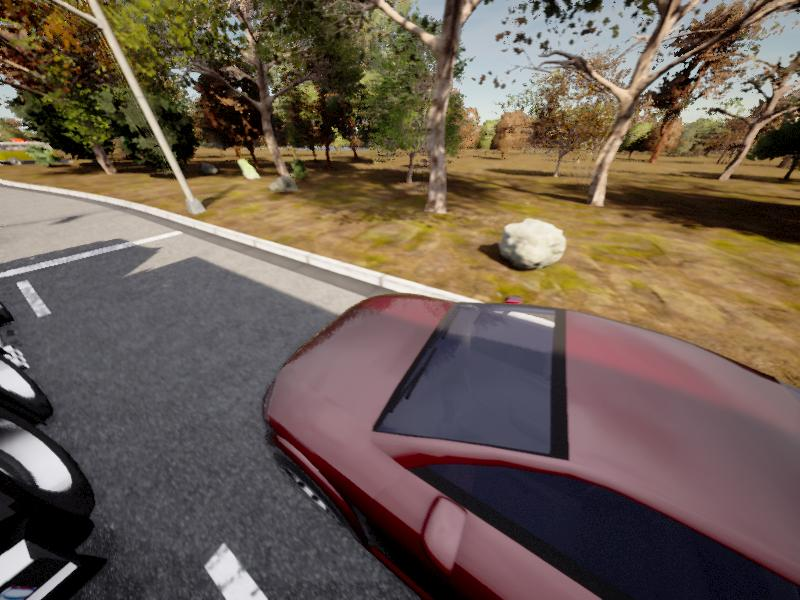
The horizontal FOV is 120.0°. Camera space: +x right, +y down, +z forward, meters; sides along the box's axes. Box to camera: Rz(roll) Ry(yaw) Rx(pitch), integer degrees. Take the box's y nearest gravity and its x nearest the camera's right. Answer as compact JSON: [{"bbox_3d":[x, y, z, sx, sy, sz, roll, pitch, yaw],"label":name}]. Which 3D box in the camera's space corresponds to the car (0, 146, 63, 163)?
[{"bbox_3d":[-47.473,-18.358,28.998,1.946,1.575,5.366,10,36,13],"label":"car"}]

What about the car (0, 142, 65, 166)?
[{"bbox_3d":[-40.263,-15.620,24.631,1.878,1.987,4.442,9,35,13],"label":"car"}]

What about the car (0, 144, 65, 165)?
[{"bbox_3d":[-42.652,-16.561,26.174,2.185,1.767,4.553,9,35,13],"label":"car"}]

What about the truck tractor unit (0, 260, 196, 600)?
[{"bbox_3d":[-5.109,-0.299,0.795,6.516,4.208,3.053,18,39,25],"label":"truck tractor unit"}]

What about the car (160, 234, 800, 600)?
[{"bbox_3d":[0.954,0.879,1.545,4.181,1.385,1.994,18,39,24],"label":"car"}]

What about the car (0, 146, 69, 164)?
[{"bbox_3d":[-44.987,-17.565,27.849,1.946,1.575,5.366,9,35,14],"label":"car"}]
